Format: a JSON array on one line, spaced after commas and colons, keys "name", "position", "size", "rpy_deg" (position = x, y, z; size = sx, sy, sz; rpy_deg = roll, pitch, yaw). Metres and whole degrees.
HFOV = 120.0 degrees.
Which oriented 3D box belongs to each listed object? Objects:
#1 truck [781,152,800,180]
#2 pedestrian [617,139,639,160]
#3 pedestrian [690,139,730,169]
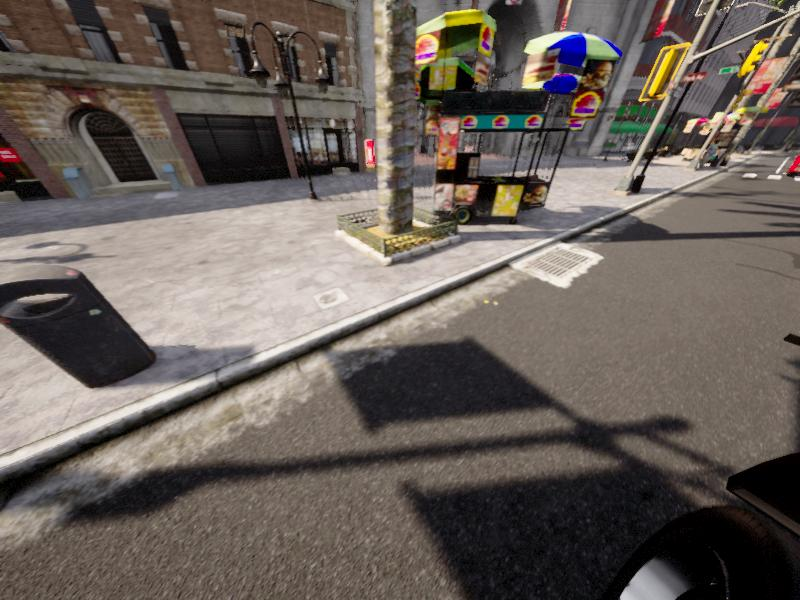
[{"name": "truck", "position": [28.693, -10.100, 14.704], "size": [8.468, 3.827, 2.891], "rpy_deg": [-22, 41, -28]}, {"name": "pedestrian", "position": [24.385, -16.145, 24.725], "size": [0.751, 1.860, 0.751], "rpy_deg": [-17, 39, -22]}, {"name": "pedestrian", "position": [23.300, -10.995, 17.412], "size": [0.751, 1.860, 0.751], "rpy_deg": [-2, 35, -2]}]
